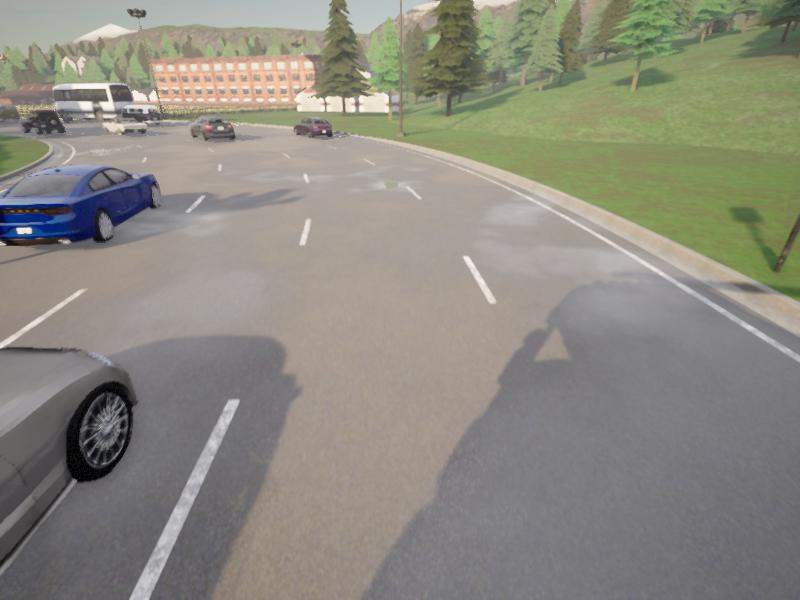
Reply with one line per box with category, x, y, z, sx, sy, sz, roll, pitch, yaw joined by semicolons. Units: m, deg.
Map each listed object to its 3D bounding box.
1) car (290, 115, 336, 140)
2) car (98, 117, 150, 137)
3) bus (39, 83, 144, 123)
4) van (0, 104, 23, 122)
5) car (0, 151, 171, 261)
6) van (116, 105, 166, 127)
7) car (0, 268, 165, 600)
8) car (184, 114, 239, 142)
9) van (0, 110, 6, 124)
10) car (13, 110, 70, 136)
car;-6.950;-13.712;31.699;1.816;1.474;4.193;-18;32;-31
car;-23.534;-14.799;34.073;4.718;1.301;1.895;19;33;33
bus;-38.198;-24.490;49.733;10.273;4.253;3.944;8;28;15
van;-50.557;-23.607;50.547;4.442;1.987;1.775;8;28;15
car;-7.881;-2.644;10.111;1.882;1.535;5.008;-4;27;-8
van;-28.140;-20.074;43.536;4.480;2.038;2.069;13;28;23
car;-3.549;1.608;1.734;2.152;1.651;5.027;-1;27;-2
car;-14.305;-13.080;30.284;2.242;1.667;4.611;-21;34;-35
van;-49.479;-21.798;46.976;4.480;2.038;2.069;8;28;15
car;-30.789;-15.271;34.367;3.866;1.878;1.905;14;30;25
